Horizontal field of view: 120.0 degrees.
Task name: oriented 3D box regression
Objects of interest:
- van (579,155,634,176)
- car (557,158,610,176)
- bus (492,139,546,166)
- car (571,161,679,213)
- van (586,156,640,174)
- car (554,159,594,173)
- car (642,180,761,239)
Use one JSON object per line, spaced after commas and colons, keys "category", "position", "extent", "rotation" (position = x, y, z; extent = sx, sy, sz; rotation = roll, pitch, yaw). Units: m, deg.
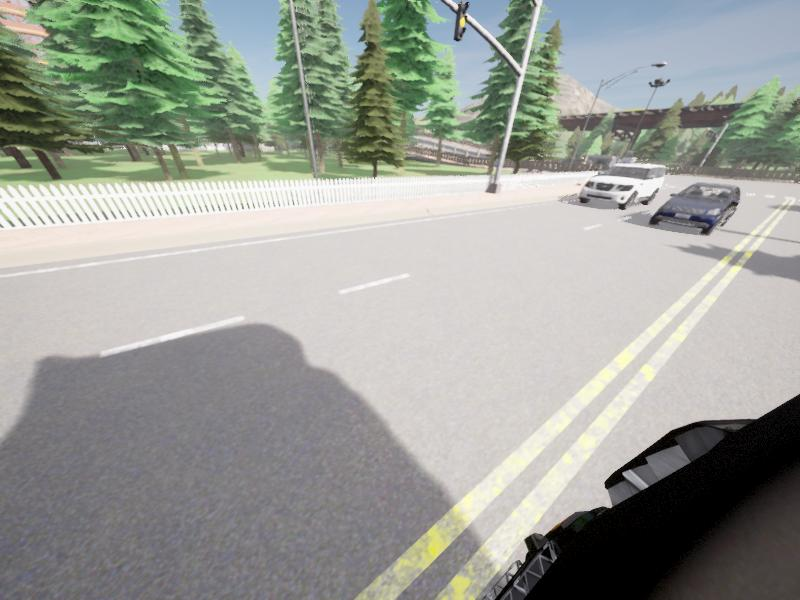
{"category": "van", "position": [33.779, -22.293, 38.109], "extent": [1.988, 2.561, 5.915], "rotation": [-19, 39, -29]}
{"category": "car", "position": [27.740, -20.315, 35.138], "extent": [2.150, 2.045, 5.566], "rotation": [-19, 39, -29]}
{"category": "bus", "position": [27.865, -35.253, 55.021], "extent": [3.944, 4.253, 10.273], "rotation": [-19, 43, -29]}
{"category": "car", "position": [12.395, -6.342, 12.707], "extent": [5.566, 2.045, 2.150], "rotation": [-17, 38, -28]}
{"category": "van", "position": [38.839, -24.821, 42.416], "extent": [2.351, 2.431, 6.366], "rotation": [-19, 38, -29]}
{"category": "car", "position": [29.087, -22.539, 38.783], "extent": [1.932, 1.855, 4.605], "rotation": [-19, 39, -29]}
{"category": "car", "position": [11.664, -3.652, 8.977], "extent": [3.705, 1.549, 1.789], "rotation": [-17, 38, -27]}
